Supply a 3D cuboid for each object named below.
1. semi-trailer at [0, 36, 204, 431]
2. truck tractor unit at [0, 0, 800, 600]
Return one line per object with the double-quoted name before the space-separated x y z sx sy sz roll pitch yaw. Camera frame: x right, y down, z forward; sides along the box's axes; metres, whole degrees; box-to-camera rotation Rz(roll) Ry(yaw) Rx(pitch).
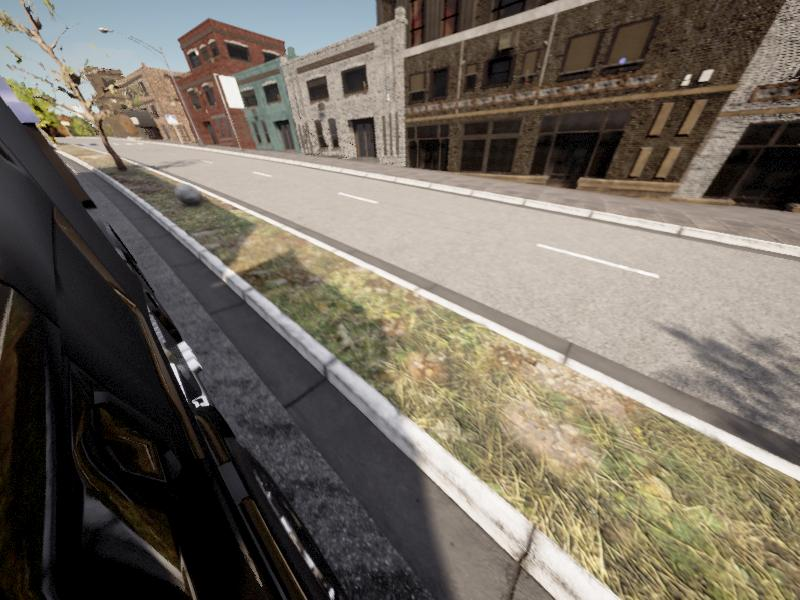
"semi-trailer" -8.816 -3.461 4.196 14.254 4.402 2.717 26 43 29
"truck tractor unit" -2.645 -0.295 0.351 6.516 4.208 3.053 28 44 30
